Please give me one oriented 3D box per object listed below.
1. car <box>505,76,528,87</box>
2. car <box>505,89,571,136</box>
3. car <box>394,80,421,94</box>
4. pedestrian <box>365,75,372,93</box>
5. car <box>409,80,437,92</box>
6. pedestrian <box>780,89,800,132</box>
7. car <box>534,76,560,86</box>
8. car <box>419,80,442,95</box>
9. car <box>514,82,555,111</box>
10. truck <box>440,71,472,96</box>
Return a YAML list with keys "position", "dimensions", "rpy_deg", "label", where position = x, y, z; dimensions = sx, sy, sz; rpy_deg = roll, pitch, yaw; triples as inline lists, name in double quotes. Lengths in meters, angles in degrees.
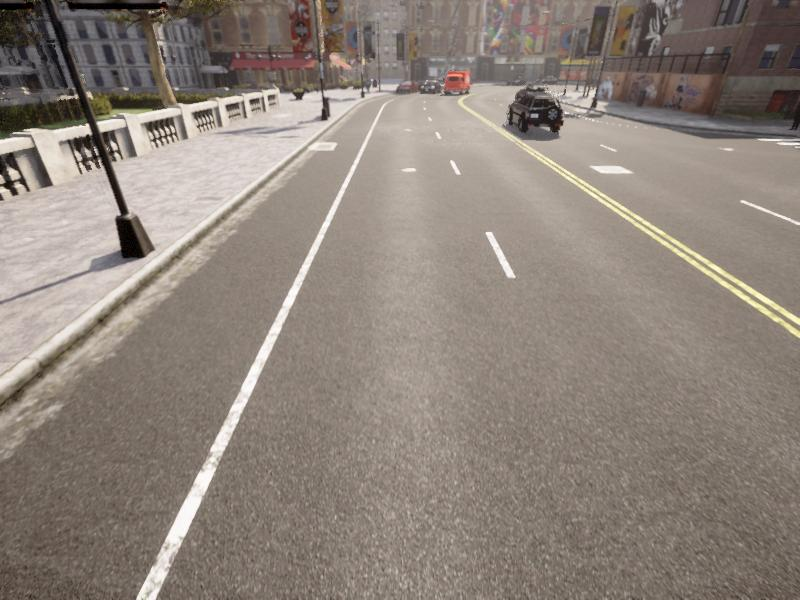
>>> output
- position: [20.119, -37.683, 68.968]
  dimensions: [2.007, 1.525, 4.514]
  rpy_deg: [20, 36, 31]
  label: "car"
- position: [7.214, -10.157, 21.499]
  dimensions: [1.932, 1.855, 4.605]
  rpy_deg: [0, 30, 1]
  label: "car"
- position: [0.987, -27.217, 51.076]
  dimensions: [2.002, 1.452, 4.674]
  rpy_deg: [10, 32, 17]
  label: "car"
- position: [-3.859, -26.431, 48.982]
  dimensions: [0.751, 1.860, 0.751]
  rpy_deg: [0, 30, 0]
  label: "pedestrian"
- position: [3.180, -29.826, 55.683]
  dimensions: [1.895, 1.301, 4.718]
  rpy_deg: [16, 34, 25]
  label: "car"
- position: [20.067, -9.455, 19.970]
  dimensions: [0.751, 1.860, 0.751]
  rpy_deg: [-12, 32, -20]
  label: "pedestrian"
- position: [26.700, -39.805, 72.659]
  dimensions: [3.806, 1.475, 1.970]
  rpy_deg: [-14, 33, -23]
  label: "car"
- position: [3.876, -26.685, 50.231]
  dimensions: [1.970, 1.475, 3.806]
  rpy_deg: [10, 32, 16]
  label: "car"
- position: [10.830, -16.622, 32.550]
  dimensions: [1.932, 1.855, 4.605]
  rpy_deg: [1, 30, 2]
  label: "car"
- position: [6.846, -26.120, 48.195]
  dimensions: [2.627, 2.467, 5.204]
  rpy_deg: [10, 32, 16]
  label: "truck"
